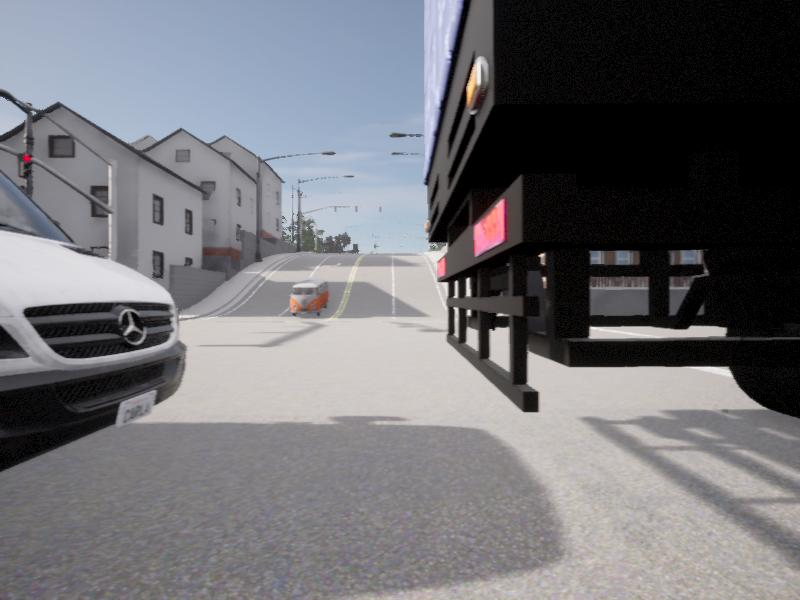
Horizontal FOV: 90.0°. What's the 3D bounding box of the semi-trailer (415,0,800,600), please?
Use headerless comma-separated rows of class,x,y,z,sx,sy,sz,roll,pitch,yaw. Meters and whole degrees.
semi-trailer,7.257,-1.221,2.240,14.254,4.402,2.717,0,0,0

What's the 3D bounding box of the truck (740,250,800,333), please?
truck,14.452,-0.251,12.585,5.204,2.467,2.627,0,0,1

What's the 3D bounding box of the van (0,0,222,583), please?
van,-4.378,-0.274,2.193,5.915,2.561,1.988,0,0,0

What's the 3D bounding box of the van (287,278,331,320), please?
van,-5.601,-0.173,25.144,1.775,1.987,4.442,0,9,-1
